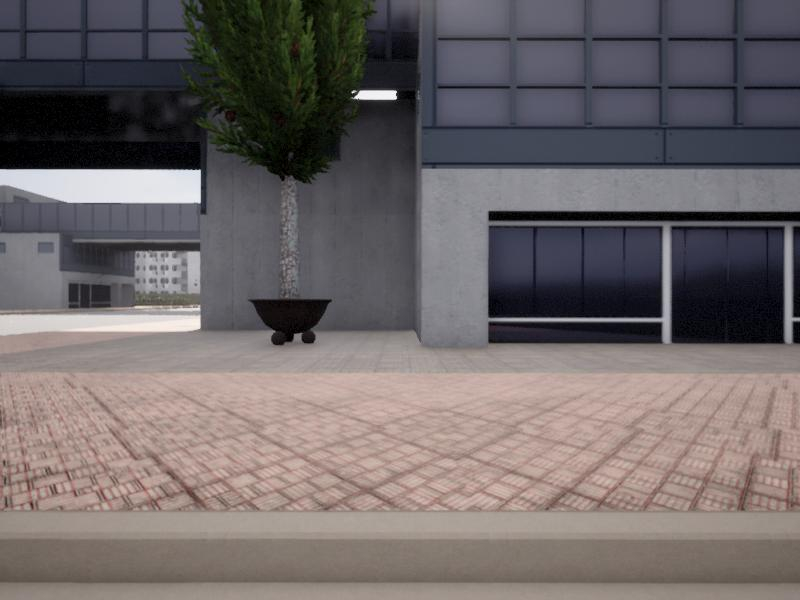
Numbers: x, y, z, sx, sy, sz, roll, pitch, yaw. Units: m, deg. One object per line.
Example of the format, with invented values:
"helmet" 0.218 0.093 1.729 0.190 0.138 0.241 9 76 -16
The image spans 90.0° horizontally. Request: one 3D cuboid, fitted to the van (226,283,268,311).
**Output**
"van" -15.341 -0.299 40.571 1.988 2.561 5.915 0 0 0
